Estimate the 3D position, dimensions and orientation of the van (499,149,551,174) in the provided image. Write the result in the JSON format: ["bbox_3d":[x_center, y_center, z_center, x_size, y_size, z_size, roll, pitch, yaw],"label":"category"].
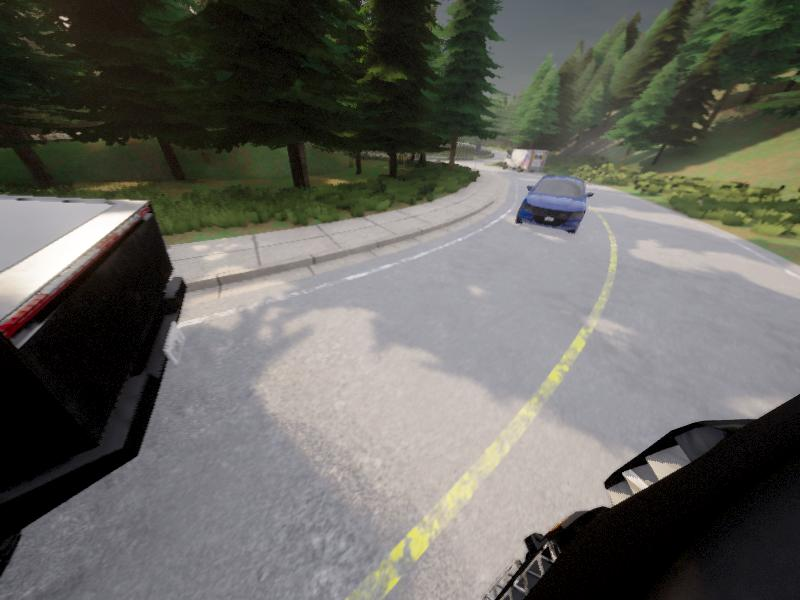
[{"bbox_3d":[16.147,-18.318,30.378,2.351,2.431,6.366,-3,34,-9],"label":"van"}]

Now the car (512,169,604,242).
[{"bbox_3d":[5.908,-3.860,8.770,1.882,1.535,5.008,21,38,24],"label":"car"}]

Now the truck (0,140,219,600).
[{"bbox_3d":[-4.568,0.862,0.406,6.274,2.098,2.390,-16,38,-27],"label":"truck"}]
